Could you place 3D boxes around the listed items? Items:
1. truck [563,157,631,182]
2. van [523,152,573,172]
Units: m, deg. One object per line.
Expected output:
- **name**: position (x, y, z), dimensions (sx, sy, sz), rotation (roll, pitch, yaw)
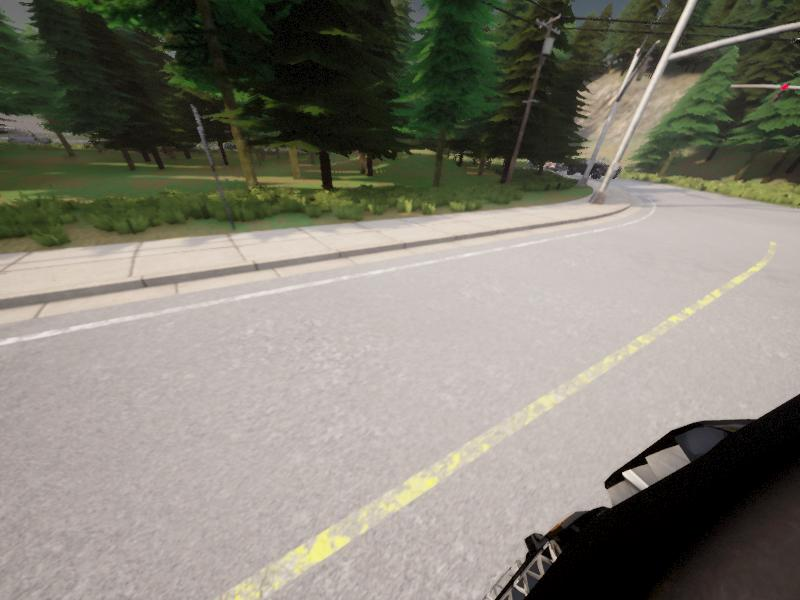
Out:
- **truck**: position (22.943, -15.663, 27.494), dimensions (2.390, 2.098, 6.274), rotation (0, 34, -4)
- **van**: position (23.872, -22.568, 37.691), dimensions (2.351, 2.431, 6.366), rotation (-10, 36, -19)
